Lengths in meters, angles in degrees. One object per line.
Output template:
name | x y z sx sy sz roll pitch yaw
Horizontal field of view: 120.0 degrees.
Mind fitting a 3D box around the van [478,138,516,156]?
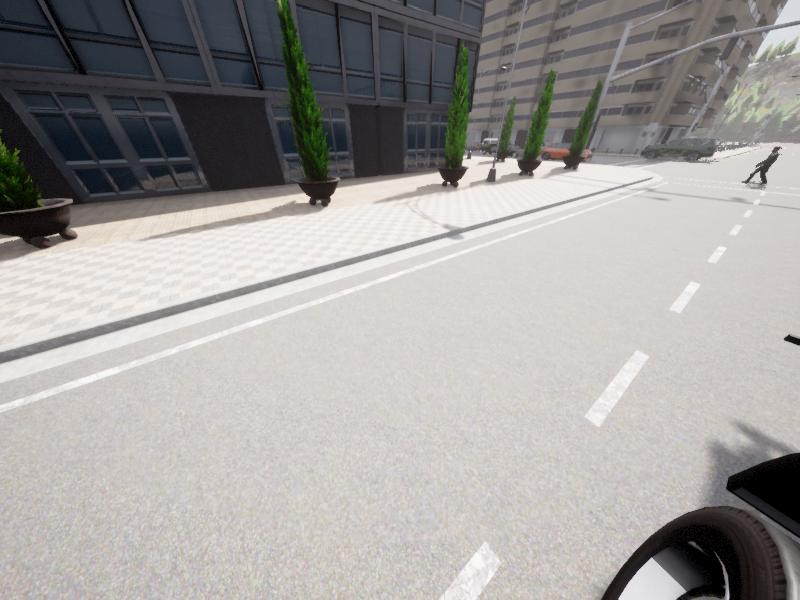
van | 13.880 -22.155 33.404 2.069 2.038 4.480 -22 40 -28

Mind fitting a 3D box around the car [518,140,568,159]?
car | 17.729 -18.881 28.870 1.932 1.855 4.605 -22 40 -28

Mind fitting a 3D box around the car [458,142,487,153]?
car | 12.507 -26.609 40.254 1.812 1.442 4.674 -22 40 -28

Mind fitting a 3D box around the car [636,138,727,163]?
car | 29.692 -16.090 24.680 2.150 2.045 5.566 -22 41 -28

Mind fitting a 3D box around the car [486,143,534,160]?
car | 13.575 -18.639 28.873 2.128 1.511 4.902 -22 40 -27

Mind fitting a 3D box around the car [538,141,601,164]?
car | 17.503 -15.465 24.094 2.097 1.767 4.553 -21 40 -27

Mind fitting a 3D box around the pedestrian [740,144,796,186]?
pedestrian | 19.362 -7.113 12.201 0.751 1.860 0.751 -22 40 -27
